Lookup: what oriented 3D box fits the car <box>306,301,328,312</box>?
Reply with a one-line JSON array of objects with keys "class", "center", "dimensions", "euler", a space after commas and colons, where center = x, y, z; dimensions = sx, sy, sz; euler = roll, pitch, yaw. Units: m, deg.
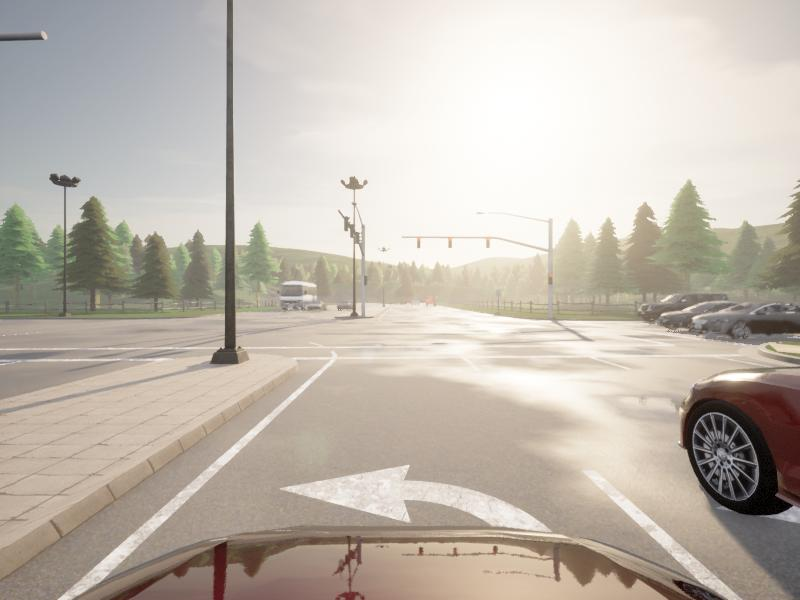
[{"class": "car", "center": [-11.489, 0.846, 55.757], "dimensions": [2.033, 1.411, 5.357], "euler": [0, 0, 0]}]

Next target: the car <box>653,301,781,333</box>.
[{"class": "car", "center": [15.653, 0.828, 19.969], "dimensions": [4.892, 1.490, 1.837], "euler": [0, 0, 1]}]

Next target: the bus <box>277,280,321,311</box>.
[{"class": "bus", "center": [-14.866, -0.587, 59.804], "dimensions": [3.944, 4.253, 10.273], "euler": [0, 0, 0]}]

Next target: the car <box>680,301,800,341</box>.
[{"class": "car", "center": [14.672, 0.822, 16.398], "dimensions": [4.902, 1.511, 2.128], "euler": [0, 0, 0]}]

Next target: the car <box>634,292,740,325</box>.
[{"class": "car", "center": [19.168, 0.547, 26.917], "dimensions": [5.566, 2.045, 2.150], "euler": [0, 0, 1]}]

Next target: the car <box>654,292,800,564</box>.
[{"class": "car", "center": [3.500, 0.779, 1.307], "dimensions": [2.152, 1.651, 5.027], "euler": [0, 0, 0]}]

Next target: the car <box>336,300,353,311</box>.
[{"class": "car", "center": [-7.987, 0.794, 57.918], "dimensions": [1.837, 1.490, 4.892], "euler": [0, 0, 0]}]
